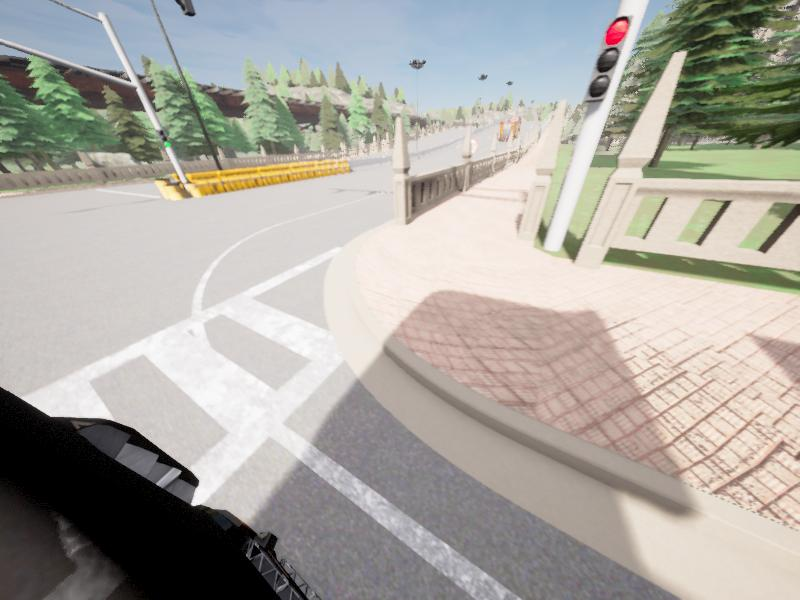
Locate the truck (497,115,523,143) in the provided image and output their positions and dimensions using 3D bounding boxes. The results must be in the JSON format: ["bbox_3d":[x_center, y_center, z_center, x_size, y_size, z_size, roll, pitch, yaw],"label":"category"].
[{"bbox_3d":[23.429,-36.488,49.123,2.891,3.827,8.468,16,44,25],"label":"truck"}]

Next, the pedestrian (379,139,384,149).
[{"bbox_3d":[-4.546,-38.885,57.560,0.751,1.860,0.751,16,38,26],"label":"pedestrian"}]
